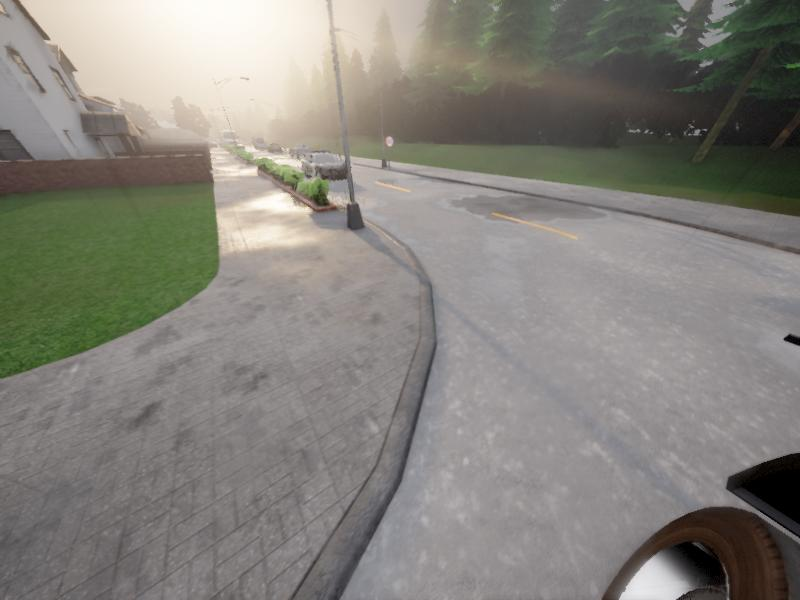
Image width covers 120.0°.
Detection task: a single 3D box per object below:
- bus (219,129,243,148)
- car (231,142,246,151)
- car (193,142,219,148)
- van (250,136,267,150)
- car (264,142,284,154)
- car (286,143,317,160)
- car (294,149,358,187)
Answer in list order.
[{"bbox_3d":[-50.459,-48.063,68.819,3.944,4.253,10.273,-22,40,-27],"label":"bus"},{"bbox_3d":[-38.804,-36.957,55.499,2.152,1.651,5.027,-22,40,-27],"label":"car"},{"bbox_3d":[-52.986,-42.523,63.303,2.033,1.415,5.357,9,36,13],"label":"car"},{"bbox_3d":[-33.208,-36.847,54.220,1.988,2.561,5.915,-22,40,-27],"label":"van"},{"bbox_3d":[-23.263,-28.082,42.526,2.033,1.649,4.856,-22,40,-27],"label":"car"},{"bbox_3d":[-12.885,-19.349,30.056,2.152,1.651,5.027,-22,40,-27],"label":"car"},{"bbox_3d":[-4.719,-8.394,14.430,1.930,1.638,5.238,-22,40,-27],"label":"car"}]
